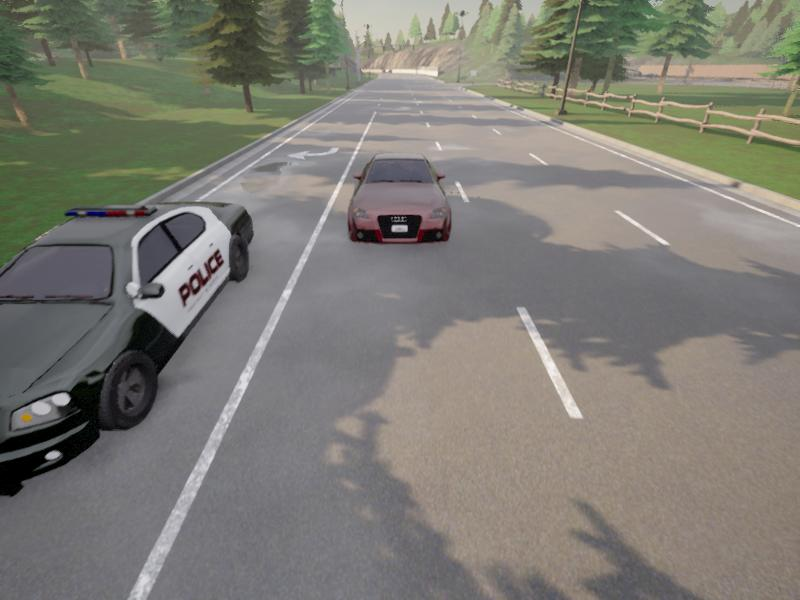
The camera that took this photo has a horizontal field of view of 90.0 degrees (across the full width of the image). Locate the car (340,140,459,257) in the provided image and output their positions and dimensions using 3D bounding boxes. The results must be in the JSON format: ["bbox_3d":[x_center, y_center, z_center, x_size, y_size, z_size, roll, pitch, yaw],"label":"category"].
[{"bbox_3d":[-0.014,-2.455,8.844,1.994,1.385,4.181,0,30,0],"label":"car"}]

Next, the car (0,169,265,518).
[{"bbox_3d":[-3.497,-0.228,4.876,2.038,1.542,4.974,0,31,0],"label":"car"}]
